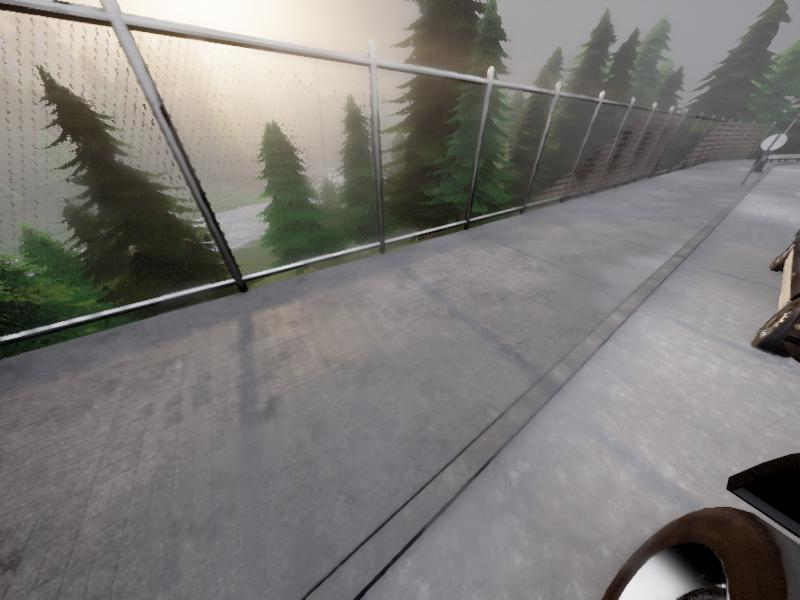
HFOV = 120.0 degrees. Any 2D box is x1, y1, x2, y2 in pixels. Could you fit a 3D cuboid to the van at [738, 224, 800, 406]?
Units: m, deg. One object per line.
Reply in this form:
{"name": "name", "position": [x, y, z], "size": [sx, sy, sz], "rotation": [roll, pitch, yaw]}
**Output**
{"name": "van", "position": [6.831, -0.673, 2.620], "size": [5.915, 2.561, 1.988], "rotation": [-22, 41, -28]}
